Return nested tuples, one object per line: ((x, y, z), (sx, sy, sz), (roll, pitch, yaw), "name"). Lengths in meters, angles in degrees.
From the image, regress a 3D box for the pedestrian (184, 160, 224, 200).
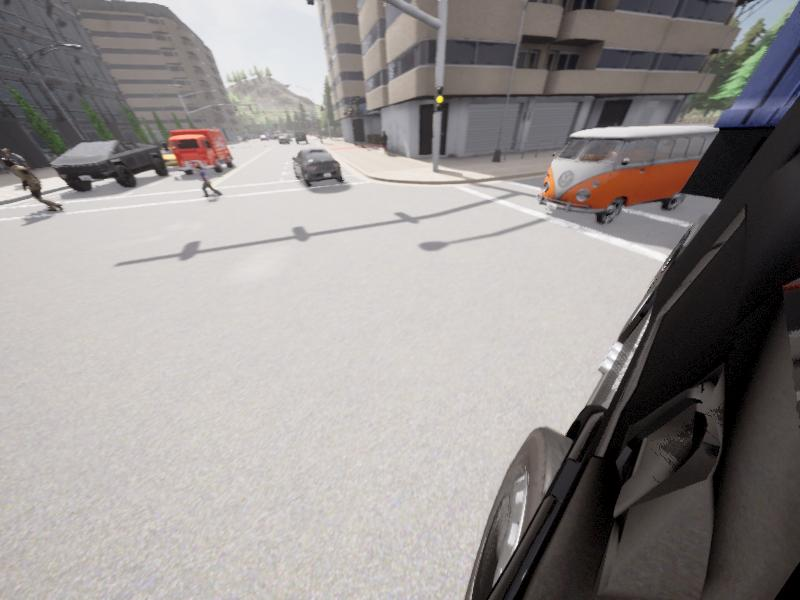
((-8.097, -5.002, 9.626), (0.751, 1.300, 0.751), (-19, 40, -21), "pedestrian")

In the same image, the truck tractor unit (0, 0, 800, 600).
((2.645, -0.295, 0.351), (6.516, 4.208, 3.053), (-28, 44, -30), "truck tractor unit")

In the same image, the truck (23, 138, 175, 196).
((-16.437, -7.992, 13.460), (2.390, 2.098, 6.274), (-13, 38, -14), "truck")

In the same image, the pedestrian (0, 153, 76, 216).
((-13.215, -4.141, 8.312), (0.751, 1.860, 0.751), (-17, 39, -19), "pedestrian")

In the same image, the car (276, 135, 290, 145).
((-24.837, -34.239, 49.279), (2.038, 1.542, 4.974), (-14, 39, -14), "car")

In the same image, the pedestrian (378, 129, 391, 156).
((-1.319, -13.548, 19.878), (0.751, 1.860, 0.751), (-16, 39, -17), "pedestrian")

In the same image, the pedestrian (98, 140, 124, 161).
((-32.112, -16.646, 25.732), (0.751, 1.860, 0.751), (-13, 38, -13), "pedestrian")

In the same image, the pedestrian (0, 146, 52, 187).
((-21.241, -7.489, 12.974), (0.751, 1.860, 0.751), (-10, 38, -10), "pedestrian")

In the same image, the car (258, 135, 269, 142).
((-41.479, -49.242, 70.278), (2.163, 1.488, 4.792), (-14, 38, -14), "car")

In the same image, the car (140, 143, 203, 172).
((-19.010, -12.158, 19.581), (1.801, 1.575, 5.366), (-13, 38, -14), "car")

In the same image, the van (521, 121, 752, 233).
((5.944, -3.391, 6.141), (4.442, 1.987, 1.775), (-14, 38, -15), "van")

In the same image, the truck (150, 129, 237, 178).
((-14.125, -10.579, 16.458), (2.627, 2.467, 5.204), (-14, 38, -14), "truck")

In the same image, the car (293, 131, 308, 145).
((-20.412, -33.334, 47.431), (2.150, 2.045, 5.566), (-14, 38, -14), "car")

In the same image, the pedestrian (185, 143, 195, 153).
((-30.852, -22.342, 33.914), (0.500, 1.100, 0.500), (-7, 37, -6), "pedestrian")

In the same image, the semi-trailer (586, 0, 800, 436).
((9.536, -2.835, 3.165), (14.254, 4.402, 2.717), (-17, 39, -19), "semi-trailer")

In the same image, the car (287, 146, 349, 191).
((-4.351, -6.936, 11.902), (1.812, 1.442, 4.674), (-19, 40, -20), "car")

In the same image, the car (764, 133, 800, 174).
((18.789, -6.348, 9.844), (4.181, 1.385, 1.994), (-14, 38, -15), "car")

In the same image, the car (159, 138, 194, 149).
((-46.631, -32.706, 48.237), (4.553, 1.767, 2.097), (-13, 38, -14), "car")
